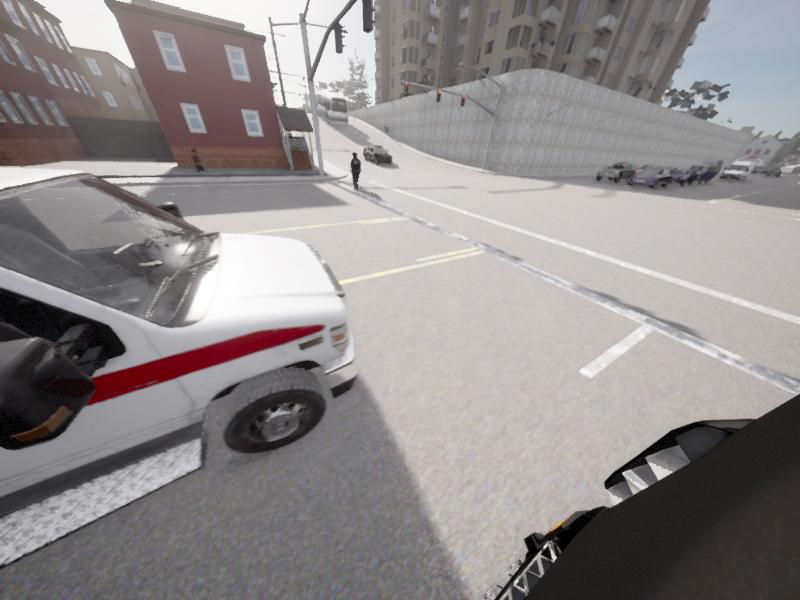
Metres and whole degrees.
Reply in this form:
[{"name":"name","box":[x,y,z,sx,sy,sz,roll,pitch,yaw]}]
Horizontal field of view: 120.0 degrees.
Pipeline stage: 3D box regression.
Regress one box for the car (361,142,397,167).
[{"name":"car","box":[-2.518,-16.723,26.483,1.930,1.638,5.238,-16,43,-26]}]

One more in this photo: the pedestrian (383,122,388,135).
[{"name":"pedestrian","box":[-2.682,-31.879,42.943,0.751,1.860,0.751,-14,37,-24]}]

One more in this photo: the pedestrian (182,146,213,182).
[{"name":"pedestrian","box":[-12.495,-8.399,14.326,0.751,1.860,0.751,-13,37,-23]}]

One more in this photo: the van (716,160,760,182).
[{"name":"van","box":[51.093,-19.501,34.943,5.915,2.561,1.988,-16,38,-26]}]

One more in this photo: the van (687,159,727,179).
[{"name":"van","box":[50.479,-21.572,37.986,5.915,2.561,1.988,-16,38,-26]}]

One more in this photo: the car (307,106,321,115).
[{"name":"car","box":[-19.884,-43.975,53.552,1.895,1.301,4.718,-16,40,-26]}]

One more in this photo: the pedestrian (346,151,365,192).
[{"name":"pedestrian","box":[-2.368,-6.832,12.328,0.751,1.860,0.751,-9,35,-17]}]

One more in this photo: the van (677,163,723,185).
[{"name":"van","box":[35.142,-14.775,27.101,4.442,1.987,1.775,-16,38,-26]}]

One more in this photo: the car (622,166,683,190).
[{"name":"car","box":[23.178,-11.254,21.209,4.856,1.649,2.033,-15,38,-26]}]

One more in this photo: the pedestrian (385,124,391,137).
[{"name":"pedestrian","box":[-2.198,-30.495,41.625,0.751,1.860,0.751,-24,42,-34]}]

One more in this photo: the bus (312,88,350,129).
[{"name":"bus","box":[-13.288,-36.802,44.247,3.944,4.253,10.273,-16,50,-26]}]

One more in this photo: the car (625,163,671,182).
[{"name":"car","box":[29.978,-15.472,27.930,4.553,1.767,2.097,-16,38,-26]}]

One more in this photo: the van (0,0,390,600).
[{"name":"van","box":[-3.429,0.378,0.919,6.366,2.431,2.351,-16,38,-26]}]

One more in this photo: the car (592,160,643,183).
[{"name":"car","box":[23.032,-13.547,24.426,4.605,1.855,1.932,-15,38,-26]}]

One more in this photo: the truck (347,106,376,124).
[{"name":"truck","box":[-12.230,-58.885,73.737,8.468,3.827,2.891,-15,38,-25]}]

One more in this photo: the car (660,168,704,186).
[{"name":"car","box":[30.215,-13.200,24.767,3.633,1.501,1.845,-16,38,-26]}]

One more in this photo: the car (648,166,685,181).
[{"name":"car","box":[35.429,-16.876,30.753,4.193,1.474,1.816,-16,38,-26]}]
